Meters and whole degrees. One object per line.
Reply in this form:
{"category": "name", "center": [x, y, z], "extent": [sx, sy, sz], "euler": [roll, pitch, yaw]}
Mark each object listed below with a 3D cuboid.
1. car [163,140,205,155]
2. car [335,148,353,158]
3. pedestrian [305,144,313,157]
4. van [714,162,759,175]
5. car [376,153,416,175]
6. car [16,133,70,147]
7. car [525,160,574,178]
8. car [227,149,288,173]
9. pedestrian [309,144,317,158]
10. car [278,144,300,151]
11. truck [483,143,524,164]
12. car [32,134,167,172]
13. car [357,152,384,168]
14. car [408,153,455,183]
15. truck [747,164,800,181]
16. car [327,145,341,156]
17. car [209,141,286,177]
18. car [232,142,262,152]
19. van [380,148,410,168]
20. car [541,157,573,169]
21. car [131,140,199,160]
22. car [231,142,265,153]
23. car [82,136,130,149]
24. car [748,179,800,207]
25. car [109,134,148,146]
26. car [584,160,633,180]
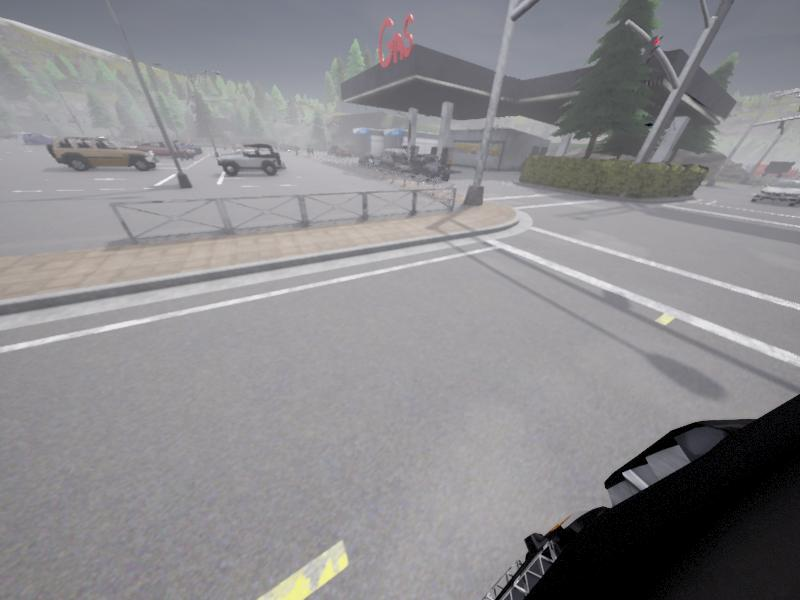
{"category": "car", "center": [-29.174, -20.665, 31.354], "extent": [3.633, 1.501, 1.845], "euler": [-16, 38, -26]}
{"category": "car", "center": [-11.286, -29.461, 46.214], "extent": [2.007, 1.525, 4.514], "euler": [-15, 38, -25]}
{"category": "pedestrian", "center": [-14.869, -24.485, 37.860], "extent": [0.751, 1.860, 0.751], "euler": [-16, 38, -26]}
{"category": "van", "center": [92.030, -36.123, 63.325], "extent": [2.351, 2.431, 6.366], "euler": [-15, 38, -25]}
{"category": "car", "center": [-0.569, -14.468, 24.468], "extent": [2.033, 1.649, 4.856], "euler": [-15, 38, -25]}
{"category": "car", "center": [-52.553, -23.650, 34.133], "extent": [3.633, 1.501, 1.845], "euler": [-16, 38, -26]}
{"category": "car", "center": [19.502, -17.343, 30.402], "extent": [2.242, 1.667, 4.611], "euler": [-16, 38, -26]}
{"category": "car", "center": [-11.434, -11.288, 18.732], "extent": [3.806, 1.475, 1.970], "euler": [-16, 38, -26]}
{"category": "pedestrian", "center": [-13.644, -23.246, 36.095], "extent": [0.751, 1.860, 0.751], "euler": [-16, 38, -26]}
{"category": "car", "center": [-29.685, -40.826, 61.885], "extent": [4.792, 1.488, 2.163], "euler": [-4, 34, -11]}
{"category": "truck", "center": [25.026, -35.837, 56.484], "extent": [2.891, 3.827, 8.468], "euler": [-15, 38, -25]}
{"category": "car", "center": [-18.778, -9.433, 14.912], "extent": [4.605, 1.855, 1.932], "euler": [-16, 38, -26]}
{"category": "car", "center": [-3.701, -17.630, 29.104], "extent": [1.970, 1.475, 3.806], "euler": [-15, 38, -25]}
{"category": "car", "center": [2.576, -11.339, 19.781], "extent": [1.905, 1.878, 3.866], "euler": [-15, 38, -25]}
{"category": "truck", "center": [72.255, -24.616, 44.522], "extent": [2.627, 2.467, 5.204], "euler": [-15, 38, -25]}
{"category": "car", "center": [-14.575, -33.013, 50.959], "extent": [1.905, 1.878, 3.866], "euler": [-15, 38, -25]}
{"category": "car", "center": [-10.318, -9.712, 15.943], "extent": [3.866, 1.878, 1.905], "euler": [-16, 38, -26]}
{"category": "car", "center": [-29.916, -29.993, 45.319], "extent": [4.514, 1.523, 2.007], "euler": [-16, 38, -26]}
{"category": "van", "center": [-0.784, -18.856, 30.657], "extent": [2.069, 2.038, 4.480], "euler": [-15, 38, -25]}
{"category": "car", "center": [31.797, -27.885, 46.918], "extent": [2.097, 1.767, 4.553], "euler": [-15, 38, -25]}
{"category": "car", "center": [-24.295, -15.672, 24.204], "extent": [4.514, 1.523, 2.007], "euler": [-16, 38, -26]}
{"category": "car", "center": [-28.328, -28.443, 43.101], "extent": [5.027, 1.636, 2.152], "euler": [-16, 38, -26]}
{"category": "car", "center": [-44.634, -23.949, 35.207], "extent": [3.806, 1.475, 1.970], "euler": [-16, 38, -26]}
{"category": "car", "center": [27.271, -7.665, 16.395], "extent": [4.674, 1.442, 1.812], "euler": [-15, 37, -26]}
{"category": "car", "center": [-56.975, -33.629, 48.639], "extent": [4.605, 1.855, 1.932], "euler": [-16, 38, -26]}
{"category": "car", "center": [26.566, -16.683, 29.654], "extent": [1.905, 1.878, 3.866], "euler": [-16, 38, -26]}
